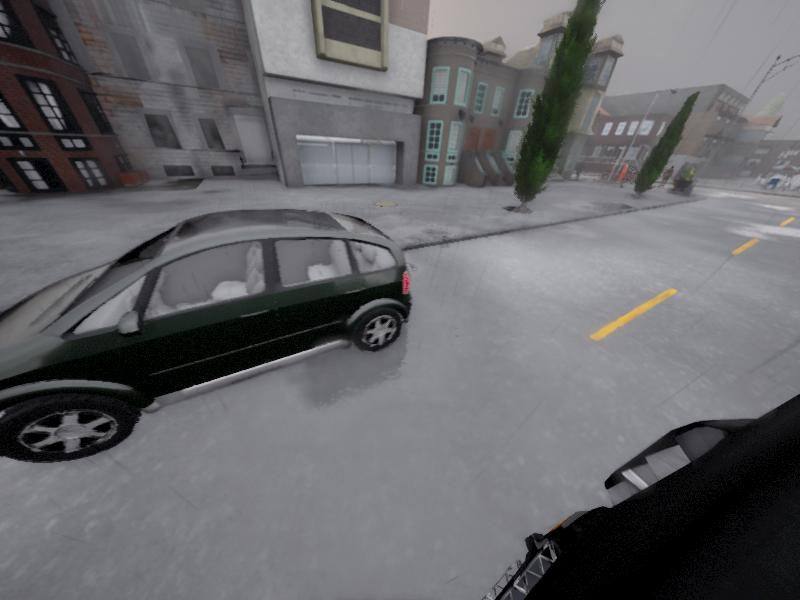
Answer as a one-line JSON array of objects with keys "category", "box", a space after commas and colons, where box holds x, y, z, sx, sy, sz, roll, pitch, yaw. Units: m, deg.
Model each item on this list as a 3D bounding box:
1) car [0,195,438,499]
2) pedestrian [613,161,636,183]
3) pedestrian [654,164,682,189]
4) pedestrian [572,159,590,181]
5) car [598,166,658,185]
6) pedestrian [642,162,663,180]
[{"category": "car", "box": [-1.709, -0.100, 2.577, 3.705, 1.549, 1.789, -15, 38, -26]}, {"category": "pedestrian", "box": [22.610, -12.877, 23.313, 0.751, 1.860, 0.751, 9, 34, 8]}, {"category": "pedestrian", "box": [23.869, -11.014, 20.613, 0.751, 1.860, 0.751, -16, 38, -26]}, {"category": "pedestrian", "box": [18.513, -13.322, 23.668, 0.751, 1.860, 0.751, 26, 40, 30]}, {"category": "car", "box": [25.189, -13.880, 25.711, 1.994, 1.385, 4.181, -15, 38, -25]}, {"category": "pedestrian", "box": [31.345, -15.984, 28.711, 0.751, 1.860, 0.751, 10, 34, 11]}]
